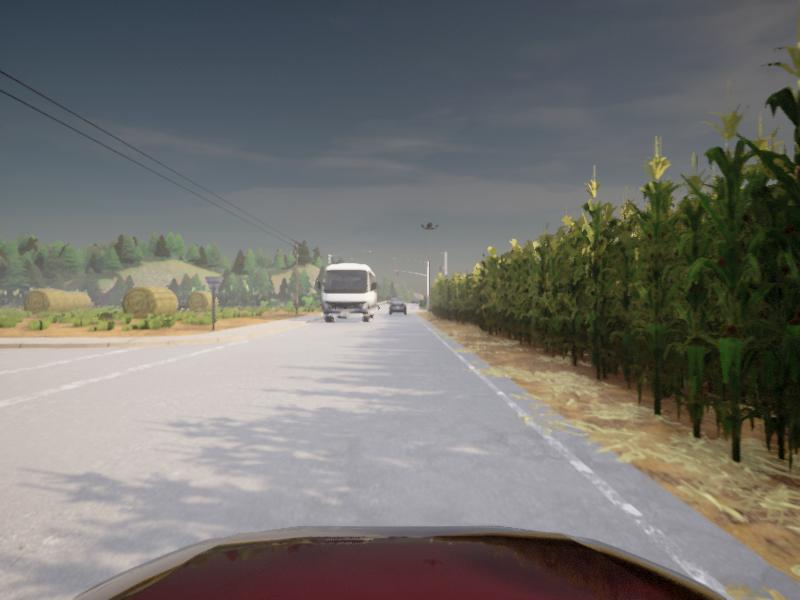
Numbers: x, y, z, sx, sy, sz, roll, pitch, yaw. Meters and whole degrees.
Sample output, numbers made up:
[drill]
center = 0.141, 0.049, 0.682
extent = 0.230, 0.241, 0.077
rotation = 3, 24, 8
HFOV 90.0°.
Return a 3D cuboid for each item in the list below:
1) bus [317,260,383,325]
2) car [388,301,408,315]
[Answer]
[bus]
center = -3.550, -0.509, 31.568
extent = 3.944, 4.253, 10.273
rotation = 0, 0, 0
[car]
center = -0.221, 0.888, 45.494
extent = 2.163, 1.488, 4.792
rotation = 0, 0, 0
